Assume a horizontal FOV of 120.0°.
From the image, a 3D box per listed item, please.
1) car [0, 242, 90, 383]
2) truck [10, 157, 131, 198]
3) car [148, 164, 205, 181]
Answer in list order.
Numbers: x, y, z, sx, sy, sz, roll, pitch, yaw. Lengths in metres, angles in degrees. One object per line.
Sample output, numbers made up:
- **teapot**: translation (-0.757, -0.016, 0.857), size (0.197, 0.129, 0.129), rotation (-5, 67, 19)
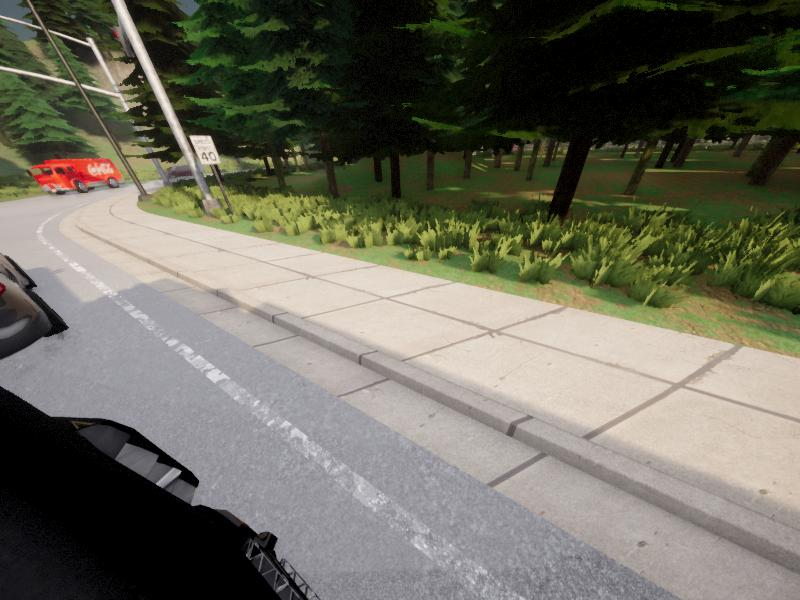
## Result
- **car**: translation (-7.066, -0.081, 3.096), size (4.611, 1.667, 2.242), rotation (16, 38, 26)
- **truck**: translation (-27.758, -10.742, 19.998), size (2.627, 2.467, 5.204), rotation (-6, 34, -4)
- **car**: translation (-27.417, -15.852, 28.588), size (1.812, 1.442, 4.674), rotation (6, 35, 13)
